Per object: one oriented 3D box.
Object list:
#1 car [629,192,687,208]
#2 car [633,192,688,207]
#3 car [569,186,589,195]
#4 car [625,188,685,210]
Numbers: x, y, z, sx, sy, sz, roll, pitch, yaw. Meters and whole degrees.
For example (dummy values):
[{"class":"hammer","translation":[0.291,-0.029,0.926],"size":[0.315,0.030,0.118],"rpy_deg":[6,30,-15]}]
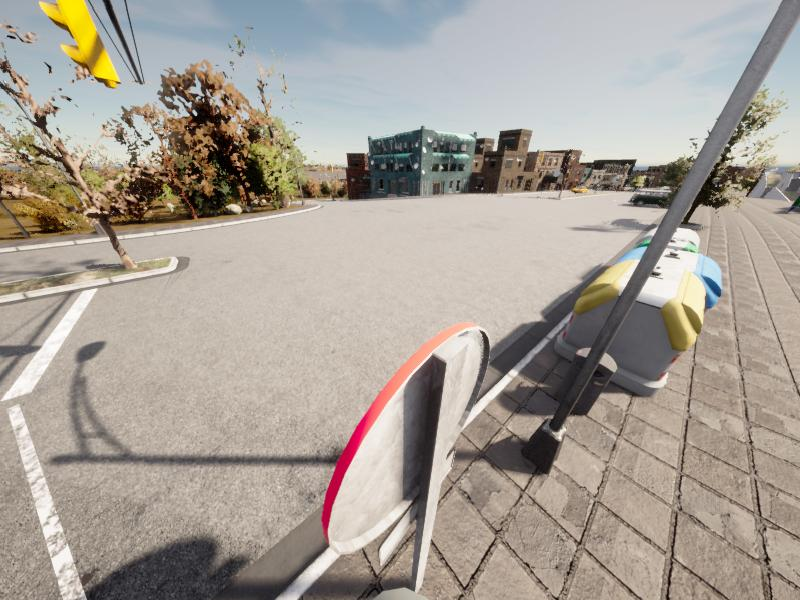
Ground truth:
[{"class":"car","translation":[34.472,-13.468,31.109],"size":[4.674,1.452,2.002],"rpy_deg":[17,32,25]},{"class":"car","translation":[36.754,-14.328,32.812],"size":[4.674,1.452,2.002],"rpy_deg":[17,33,25]},{"class":"car","translation":[39.545,-24.174,50.865],"size":[5.008,1.535,1.882],"rpy_deg":[-21,36,-35]},{"class":"car","translation":[32.099,-12.864,29.311],"size":[4.442,1.987,1.878],"rpy_deg":[17,33,25]}]
